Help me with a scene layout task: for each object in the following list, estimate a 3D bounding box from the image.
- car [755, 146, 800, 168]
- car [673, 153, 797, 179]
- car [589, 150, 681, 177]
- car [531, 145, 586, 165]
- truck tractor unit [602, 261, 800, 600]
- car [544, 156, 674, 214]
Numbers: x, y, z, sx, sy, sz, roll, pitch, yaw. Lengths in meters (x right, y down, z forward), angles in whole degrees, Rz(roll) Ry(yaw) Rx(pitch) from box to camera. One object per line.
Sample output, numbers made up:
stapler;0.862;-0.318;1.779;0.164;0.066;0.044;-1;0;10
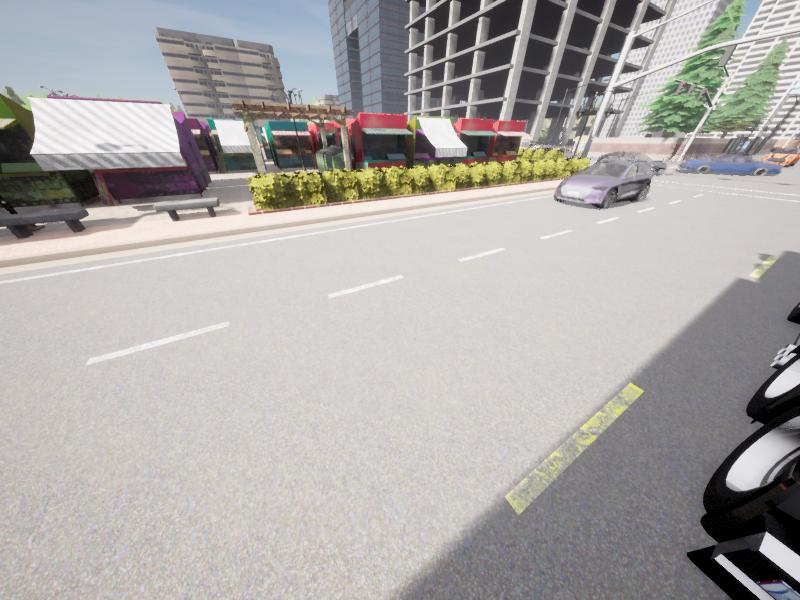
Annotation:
car;41.594;-15.599;25.130;4.553;1.767;2.097;-18;39;-24
car;26.388;-10.911;18.618;5.357;1.411;2.033;23;41;29
car;19.019;-11.365;19.091;2.163;1.488;4.792;-9;37;-14
car;18.367;-17.058;27.063;2.242;1.667;4.611;-18;39;-24
truck tractor unit;5.104;-0.308;0.788;6.516;4.208;3.053;-19;39;-24
car;8.985;-5.117;9.986;4.856;1.649;2.033;-18;39;-24
